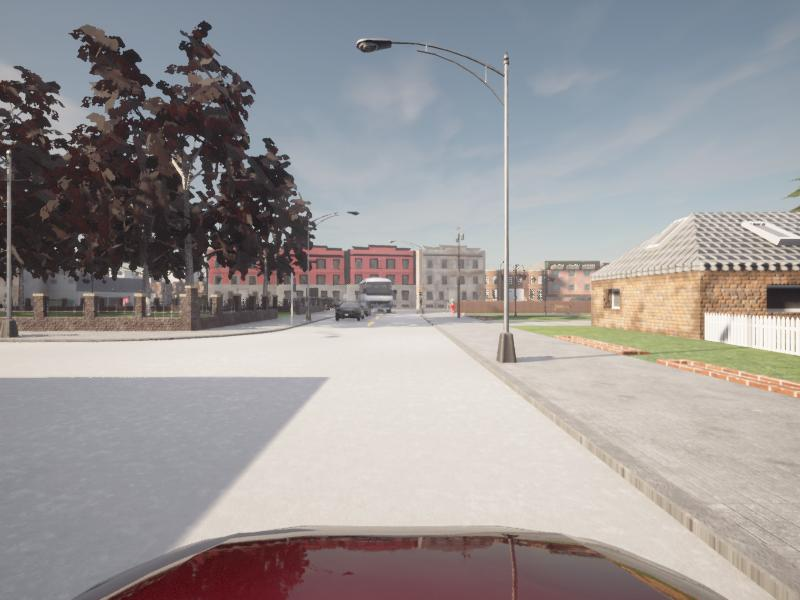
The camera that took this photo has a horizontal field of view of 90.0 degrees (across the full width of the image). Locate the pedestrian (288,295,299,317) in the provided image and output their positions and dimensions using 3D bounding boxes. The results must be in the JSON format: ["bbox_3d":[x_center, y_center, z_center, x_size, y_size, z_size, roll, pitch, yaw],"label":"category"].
[{"bbox_3d":[-9.210,0.533,34.620,0.751,1.860,0.751,0,0,0],"label":"pedestrian"}]

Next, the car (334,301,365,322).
[{"bbox_3d":[-3.937,0.823,32.015,1.882,1.535,5.008,0,0,0],"label":"car"}]

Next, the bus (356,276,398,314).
[{"bbox_3d":[-3.115,-0.531,50.410,3.944,4.253,10.273,0,0,-11],"label":"bus"}]

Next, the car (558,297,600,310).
[{"bbox_3d":[27.824,0.568,62.394,5.566,2.045,2.150,0,0,0],"label":"car"}]

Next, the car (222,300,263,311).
[{"bbox_3d":[-22.889,0.771,58.376,5.238,1.638,1.930,0,0,0],"label":"car"}]

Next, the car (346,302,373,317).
[{"bbox_3d":[-3.869,0.895,39.441,2.033,1.411,5.357,0,0,1],"label":"car"}]

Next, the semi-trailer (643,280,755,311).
[{"bbox_3d":[43.484,-0.618,58.352,14.254,4.402,2.717,0,0,0],"label":"semi-trailer"}]

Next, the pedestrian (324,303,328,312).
[{"bbox_3d":[-9.220,0.914,49.795,0.500,1.100,0.500,0,0,-7],"label":"pedestrian"}]

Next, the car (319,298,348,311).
[{"bbox_3d":[-9.632,0.646,58.085,3.866,1.878,1.905,0,0,7],"label":"car"}]
